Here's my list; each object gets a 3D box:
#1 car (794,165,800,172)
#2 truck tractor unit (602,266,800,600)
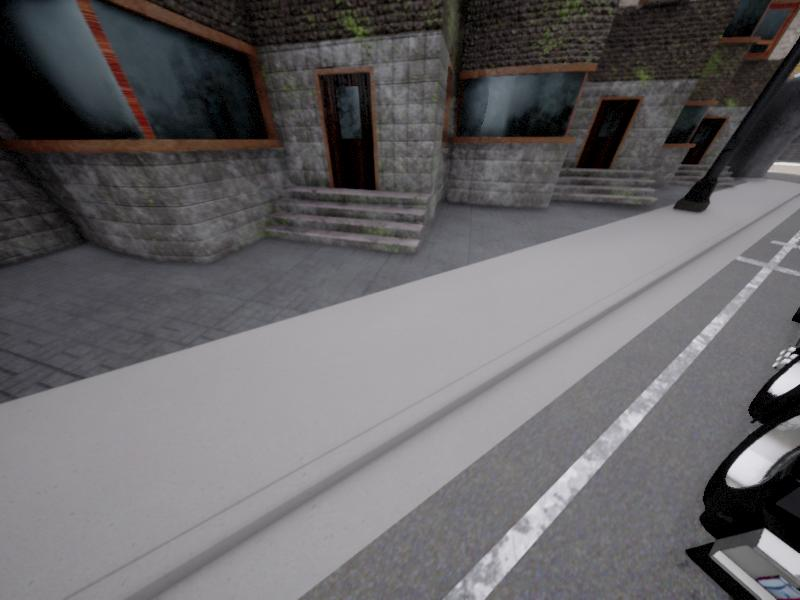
[{"bbox_3d":[36.027,-11.029,18.801,1.970,1.475,3.806,12,37,16],"label":"car"},{"bbox_3d":[5.116,-0.294,0.782,6.516,4.208,3.053,-18,39,-24],"label":"truck tractor unit"}]
